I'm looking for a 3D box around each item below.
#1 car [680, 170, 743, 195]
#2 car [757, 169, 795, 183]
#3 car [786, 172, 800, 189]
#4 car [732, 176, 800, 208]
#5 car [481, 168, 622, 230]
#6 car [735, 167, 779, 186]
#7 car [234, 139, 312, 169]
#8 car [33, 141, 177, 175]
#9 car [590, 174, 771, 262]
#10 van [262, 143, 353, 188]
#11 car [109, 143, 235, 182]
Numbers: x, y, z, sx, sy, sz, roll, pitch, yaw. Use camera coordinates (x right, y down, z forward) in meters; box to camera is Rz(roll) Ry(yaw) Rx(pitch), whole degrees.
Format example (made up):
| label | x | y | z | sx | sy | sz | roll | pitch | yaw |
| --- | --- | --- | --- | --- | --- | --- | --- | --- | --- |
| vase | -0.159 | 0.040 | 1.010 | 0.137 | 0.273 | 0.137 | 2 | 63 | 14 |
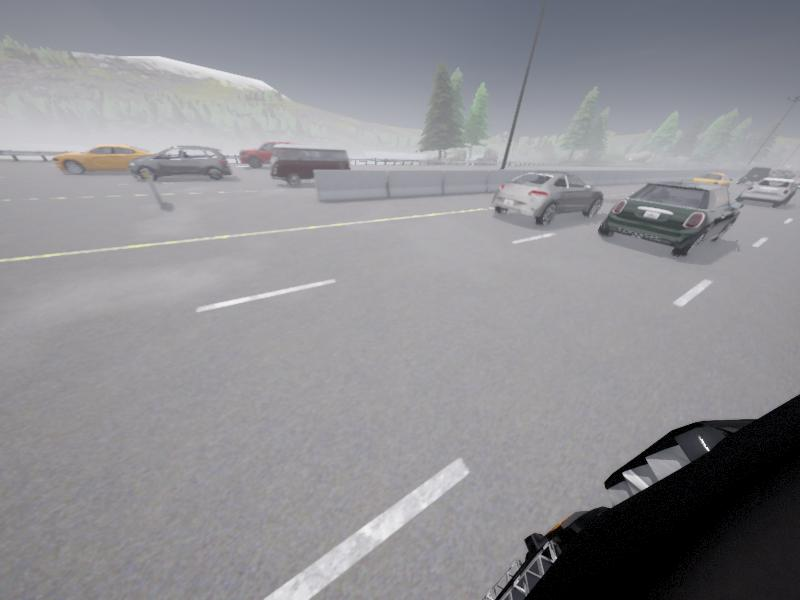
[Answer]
| label | x | y | z | sx | sy | sz | roll | pitch | yaw |
| --- | --- | --- | --- | --- | --- | --- | --- | --- | --- |
| car | 26.496 | -10.068 | 19.646 | 5.366 | 1.575 | 1.801 | -16 | 38 | -26 |
| car | 58.016 | -19.176 | 35.654 | 4.611 | 1.667 | 2.242 | -16 | 38 | -26 |
| car | 48.626 | -14.196 | 27.523 | 3.988 | 1.617 | 1.851 | -16 | 38 | -26 |
| car | 24.607 | -7.236 | 15.350 | 3.806 | 1.475 | 1.970 | -16 | 38 | -26 |
| car | 6.070 | -4.243 | 9.295 | 5.027 | 1.651 | 2.152 | -16 | 38 | -26 |
| car | 43.927 | -15.210 | 28.419 | 3.866 | 1.878 | 1.905 | -16 | 38 | -26 |
| car | -11.187 | -12.954 | 20.628 | 5.566 | 2.045 | 2.150 | -16 | 38 | -26 |
| car | -17.481 | -8.703 | 14.225 | 5.008 | 1.535 | 1.882 | -16 | 38 | -26 |
| car | 8.629 | -2.800 | 7.176 | 4.553 | 1.767 | 2.097 | -16 | 38 | -26 |
| van | -5.253 | -7.890 | 13.554 | 4.442 | 1.987 | 1.775 | -16 | 38 | -26 |
| car | -12.534 | -7.926 | 13.325 | 4.611 | 1.667 | 2.242 | -16 | 38 | -26 |
